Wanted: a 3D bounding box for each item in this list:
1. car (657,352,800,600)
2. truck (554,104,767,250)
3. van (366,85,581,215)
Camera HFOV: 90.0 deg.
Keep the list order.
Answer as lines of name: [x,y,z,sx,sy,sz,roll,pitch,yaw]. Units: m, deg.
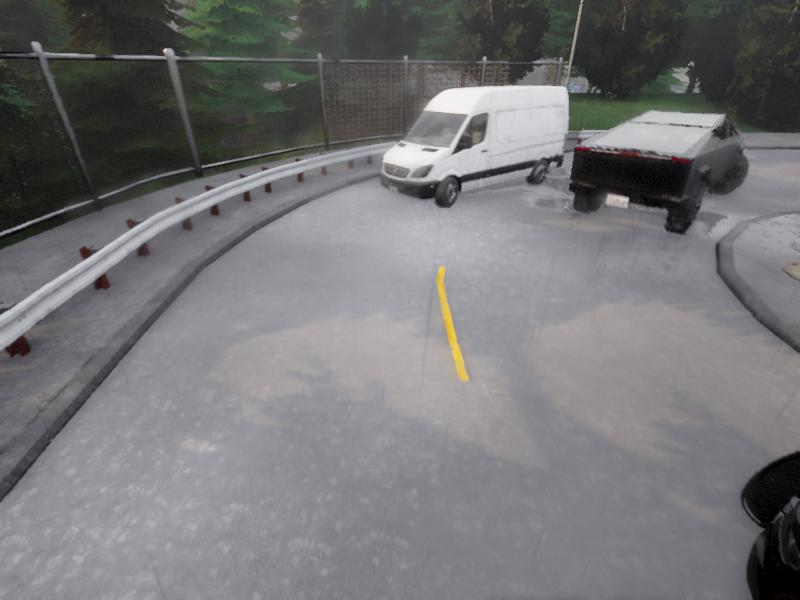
car: [3.124,2.286,0.495,1.930,1.638,5.238,-2,29,-3]
truck: [6.560,-3.401,9.790,2.390,2.098,6.274,26,39,38]
van: [2.148,-4.390,11.012,5.915,2.561,1.988,-21,35,-32]
